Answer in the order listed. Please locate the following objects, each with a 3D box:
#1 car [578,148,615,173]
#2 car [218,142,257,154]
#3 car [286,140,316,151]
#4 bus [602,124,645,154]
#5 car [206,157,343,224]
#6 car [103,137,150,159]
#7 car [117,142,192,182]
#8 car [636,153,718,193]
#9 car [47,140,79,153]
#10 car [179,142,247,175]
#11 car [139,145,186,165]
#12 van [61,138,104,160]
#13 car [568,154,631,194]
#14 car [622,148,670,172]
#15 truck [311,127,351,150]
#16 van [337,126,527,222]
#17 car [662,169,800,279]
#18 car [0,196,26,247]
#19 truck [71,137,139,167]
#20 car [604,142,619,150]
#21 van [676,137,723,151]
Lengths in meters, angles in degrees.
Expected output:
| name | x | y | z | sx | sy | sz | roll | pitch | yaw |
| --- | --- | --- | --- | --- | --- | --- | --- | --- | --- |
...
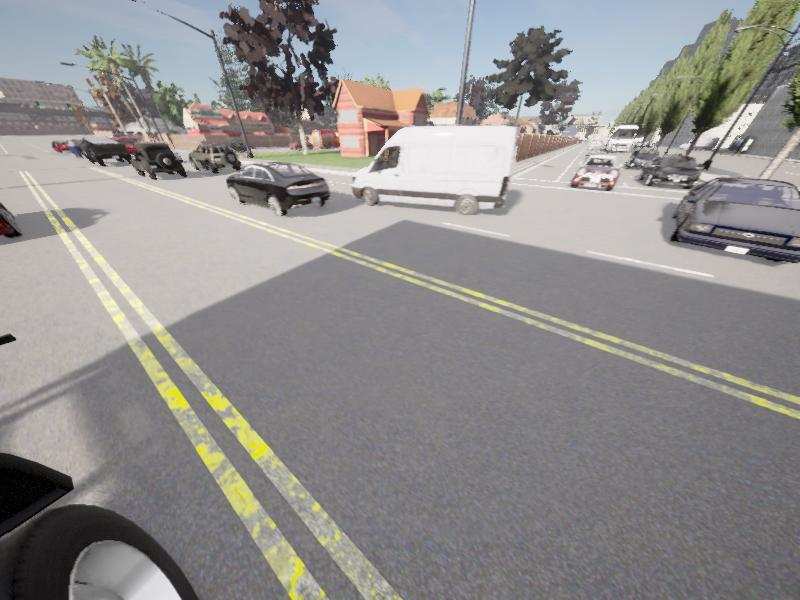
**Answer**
| name | x | y | z | sx | sy | sz | roll | pitch | yaw |
| --- | --- | --- | --- | --- | --- | --- | --- | --- | --- |
| car | 16.549 | -11.857 | 19.525 | 1.789 | 1.549 | 3.705 | 22 | 40 | 27 |
| car | -26.937 | -25.444 | 38.491 | 1.837 | 1.490 | 4.892 | 21 | 40 | 27 |
| car | -20.042 | -31.429 | 46.919 | 2.152 | 1.651 | 5.027 | 21 | 40 | 27 |
| bus | 42.512 | -30.937 | 44.456 | 3.944 | 4.253 | 10.273 | 22 | 40 | 27 |
| car | -4.719 | -4.316 | 8.676 | 4.902 | 1.511 | 2.128 | 23 | 41 | 29 |
| car | -33.999 | -18.961 | 28.728 | 5.566 | 2.045 | 2.150 | 22 | 41 | 28 |
| car | -15.788 | -9.004 | 14.912 | 3.866 | 1.878 | 1.905 | 22 | 41 | 28 |
| car | 15.624 | -7.503 | 13.388 | 1.837 | 1.490 | 4.892 | 22 | 41 | 27 |
| car | -52.083 | -23.712 | 35.673 | 4.514 | 1.525 | 2.007 | 23 | 41 | 28 |
| car | -14.116 | -10.770 | 17.440 | 4.605 | 1.855 | 1.932 | 22 | 41 | 27 |
| car | -23.524 | -14.450 | 22.929 | 3.806 | 1.475 | 1.970 | 22 | 41 | 28 |
| van | -37.330 | -17.835 | 27.155 | 4.442 | 1.987 | 1.775 | 22 | 41 | 28 |
| car | 10.863 | -7.085 | 12.770 | 1.970 | 1.475 | 3.806 | 22 | 40 | 27 |
| car | 21.618 | -12.518 | 20.524 | 2.007 | 1.525 | 4.514 | 22 | 40 | 27 |
| truck | -15.340 | -36.402 | 52.102 | 2.891 | 3.827 | 8.468 | 21 | 40 | 27 |
| van | 0.987 | -4.819 | 8.551 | 5.915 | 2.561 | 1.988 | 12 | 39 | 16 |
| car | 9.086 | -2.478 | 6.291 | 2.033 | 1.411 | 5.357 | 30 | 45 | 35 |
| car | -11.886 | -2.266 | 5.837 | 4.181 | 1.385 | 1.994 | 22 | 41 | 28 |
| truck | -27.537 | -13.877 | 21.543 | 6.274 | 2.098 | 2.390 | 22 | 41 | 28 |
| car | 53.494 | -39.089 | 58.529 | 2.128 | 1.511 | 4.902 | 22 | 41 | 27 |
| van | 69.565 | -36.313 | 53.873 | 1.988 | 2.561 | 5.915 | -15 | 36 | -21 |
